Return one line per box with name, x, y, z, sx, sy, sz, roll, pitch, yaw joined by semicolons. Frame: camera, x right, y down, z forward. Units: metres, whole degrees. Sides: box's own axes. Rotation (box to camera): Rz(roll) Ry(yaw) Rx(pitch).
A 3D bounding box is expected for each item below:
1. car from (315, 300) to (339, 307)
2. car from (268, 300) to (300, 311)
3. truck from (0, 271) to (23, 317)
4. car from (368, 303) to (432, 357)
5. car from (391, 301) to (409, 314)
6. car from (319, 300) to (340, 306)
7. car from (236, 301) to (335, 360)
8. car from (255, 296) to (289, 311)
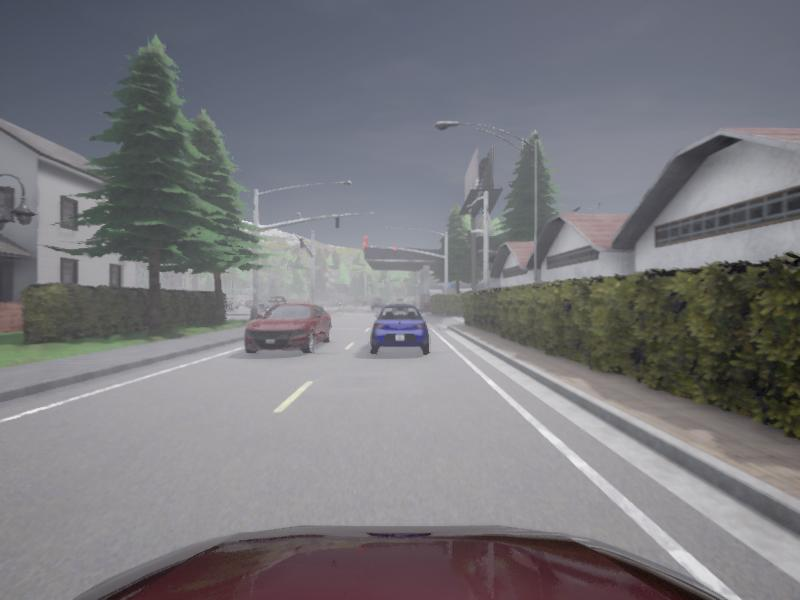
car;-16.440;0.722;90.194;5.027;1.636;2.152;0;0;-1
car;-16.184;0.734;55.937;3.806;1.475;1.970;0;0;-1
truck;-37.133;-0.495;33.424;8.468;3.827;2.891;0;0;0
car;-0.002;0.862;13.305;1.816;1.474;4.193;0;0;0
car;0.001;0.855;48.904;2.007;1.525;4.514;0;0;0
car;-16.511;0.733;93.330;4.514;1.523;2.007;0;0;-1
car;-3.501;0.830;13.312;1.882;1.535;5.008;0;0;0
car;-16.776;0.448;52.609;3.866;1.878;1.905;0;0;-1
